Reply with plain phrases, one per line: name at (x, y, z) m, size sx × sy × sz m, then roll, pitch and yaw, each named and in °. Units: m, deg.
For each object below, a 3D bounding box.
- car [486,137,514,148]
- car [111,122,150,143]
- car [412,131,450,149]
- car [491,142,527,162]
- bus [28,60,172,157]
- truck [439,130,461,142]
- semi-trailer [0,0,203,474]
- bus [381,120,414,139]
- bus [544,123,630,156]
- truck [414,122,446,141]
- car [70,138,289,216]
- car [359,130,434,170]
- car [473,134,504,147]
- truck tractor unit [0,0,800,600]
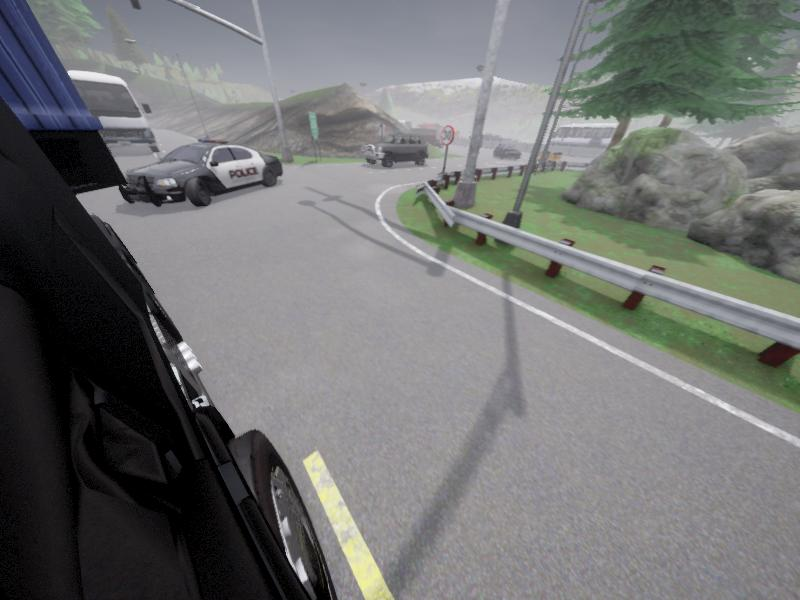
car at (21.756, -34.479, 50.430) m, size 2.033 × 1.649 × 4.856 m, roll -26°, pitch 45°, yaw -33°
car at (-27.173, -16.993, 23.439) m, size 2.007 × 1.525 × 4.514 m, roll -26°, pitch 45°, yaw -33°
car at (4.641, -24.734, 35.714) m, size 2.150 × 2.045 × 5.566 m, roll -25°, pitch 45°, yaw -32°
car at (11.866, -16.484, 25.629) m, size 2.033 × 1.411 × 5.357 m, roll 6°, pitch 37°, yaw 3°
bus at (-21.089, -13.810, 17.279) m, size 3.944 × 4.253 × 10.273 m, roll -26°, pitch 45°, yaw -33°
truck at (14.095, -46.752, 65.748) m, size 2.627 × 2.467 × 5.204 m, roll -26°, pitch 45°, yaw -33°
semi-trailer at (-10.045, -1.236, 0.679) m, size 14.254 × 4.402 × 2.717 m, roll 1°, pitch 36°, yaw -6°
bus at (-0.975, -51.918, 70.157) m, size 3.944 × 4.253 × 10.273 m, roll -26°, pitch 45°, yaw -33°
bus at (31.975, -28.076, 40.281) m, size 3.944 × 4.253 × 10.273 m, roll -26°, pitch 44°, yaw -33°
truck at (7.861, -45.460, 62.421) m, size 2.891 × 3.827 × 8.468 m, roll -26°, pitch 45°, yaw -33°
car at (-6.294, -4.398, 7.719) m, size 2.038 × 1.542 × 4.974 m, roll 9°, pitch 37°, yaw 9°
car at (-0.162, -9.857, 15.093) m, size 4.605 × 1.855 × 1.932 m, roll -27°, pitch 46°, yaw -34°
car at (18.574, -33.770, 48.895) m, size 2.150 × 2.045 × 5.566 m, roll -26°, pitch 45°, yaw -33°
truck tractor unit at (-2.645, -0.295, 0.351) m, size 6.516 × 4.208 × 3.053 m, roll 28°, pitch 44°, yaw 30°
